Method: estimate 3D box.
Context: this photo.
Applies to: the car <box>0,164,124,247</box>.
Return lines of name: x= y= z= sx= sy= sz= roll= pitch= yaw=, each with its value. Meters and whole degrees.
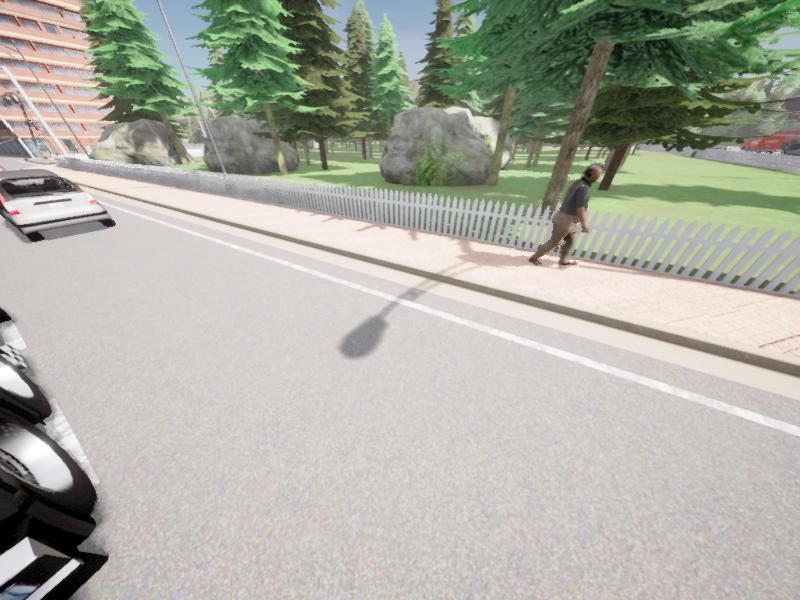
car: x=-11.067 y=-3.099 z=7.136 sx=3.988 sy=1.617 sz=1.851 roll=18 pitch=39 yaw=24

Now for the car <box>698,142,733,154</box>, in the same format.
car: x=58.522 y=-28.292 z=42.962 sx=2.152 sy=1.651 sz=5.027 roll=19 pitch=39 yaw=26

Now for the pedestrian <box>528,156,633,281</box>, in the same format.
pedestrian: x=2.990 y=-1.404 z=4.056 sx=0.751 sy=1.860 sz=0.751 roll=17 pitch=39 yaw=23

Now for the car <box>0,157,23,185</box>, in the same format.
car: x=-27.600 y=-8.516 z=14.998 sx=4.611 sy=1.667 sz=2.242 roll=18 pitch=39 yaw=24

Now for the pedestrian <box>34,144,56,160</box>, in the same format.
pedestrian: x=-51.543 y=-21.525 z=33.574 sx=0.751 sy=1.860 sz=0.751 roll=11 pitch=37 yaw=16

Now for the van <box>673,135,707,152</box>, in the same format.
van: x=56.110 y=-30.378 z=44.895 sx=1.988 sy=2.561 sz=5.915 roll=19 pitch=39 yaw=26

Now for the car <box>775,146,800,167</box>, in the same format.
car: x=38.350 y=-13.271 z=21.424 sx=1.837 sy=1.490 sz=4.892 roll=19 pitch=40 yaw=26

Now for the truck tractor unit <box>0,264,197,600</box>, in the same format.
truck tractor unit: x=-5.108 y=-0.304 z=0.776 sx=6.516 sy=4.208 sz=3.053 roll=18 pitch=39 yaw=24

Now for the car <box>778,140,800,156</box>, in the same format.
car: x=61.028 y=-23.192 z=35.158 sx=1.905 sy=1.878 sz=3.866 roll=19 pitch=39 yaw=26

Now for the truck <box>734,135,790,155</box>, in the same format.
truck: x=59.141 y=-25.506 z=37.969 sx=2.627 sy=2.467 sz=5.204 roll=19 pitch=39 yaw=26
